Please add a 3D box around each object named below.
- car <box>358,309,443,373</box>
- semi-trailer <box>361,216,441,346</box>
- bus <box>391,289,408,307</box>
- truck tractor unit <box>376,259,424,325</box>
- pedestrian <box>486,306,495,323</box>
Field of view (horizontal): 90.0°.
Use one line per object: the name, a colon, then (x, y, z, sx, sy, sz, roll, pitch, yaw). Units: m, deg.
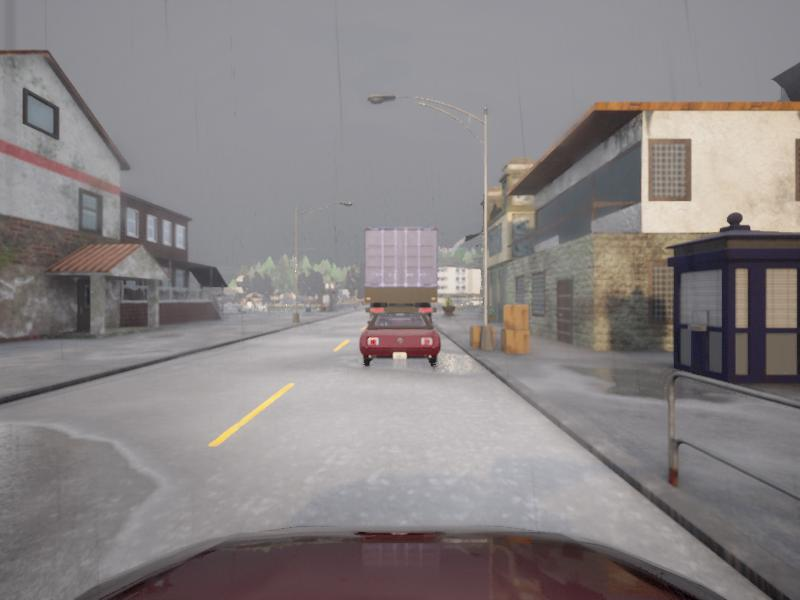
car: (0.001, 0.957, 11.275, 1.895, 1.301, 4.718, 0, 0, 0)
semi-trailer: (0.021, -0.616, 20.650, 2.717, 4.402, 14.254, 0, 0, 0)
bus: (-0.125, -0.524, 103.330, 3.944, 4.253, 10.273, 0, 0, 2)
truck tractor unit: (0.004, -0.494, 28.569, 3.053, 4.208, 6.516, 0, 0, 0)
pedestrian: (5.934, 0.917, 26.212, 0.500, 1.100, 0.500, 0, 0, 8)
